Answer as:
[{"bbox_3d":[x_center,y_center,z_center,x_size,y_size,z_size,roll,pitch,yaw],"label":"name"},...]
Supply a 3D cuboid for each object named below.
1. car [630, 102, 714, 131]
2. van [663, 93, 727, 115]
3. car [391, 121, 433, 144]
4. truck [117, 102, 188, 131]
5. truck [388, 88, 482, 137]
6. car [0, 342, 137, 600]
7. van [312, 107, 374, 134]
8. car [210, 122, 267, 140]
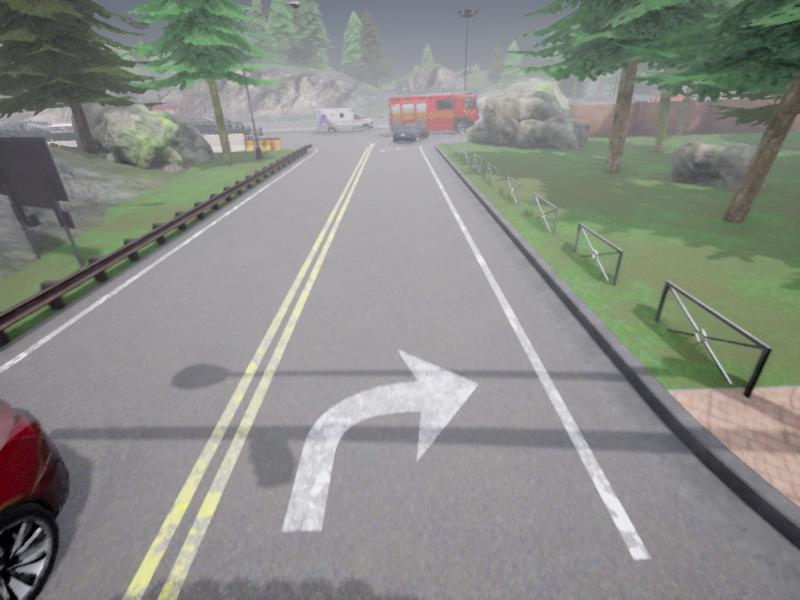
[{"bbox_3d":[24.100,-16.337,35.614,5.566,2.045,2.150,-2,27,0],"label":"car"},{"bbox_3d":[40.026,-26.596,54.393,6.366,2.431,2.351,-2,27,0],"label":"van"},{"bbox_3d":[1.067,-14.010,33.398,1.994,1.385,4.181,10,29,23],"label":"car"},{"bbox_3d":[-38.721,-28.830,62.903,8.468,3.827,2.891,-2,27,0],"label":"truck"},{"bbox_3d":[3.162,-17.876,38.181,8.468,3.827,2.891,-2,27,-1],"label":"truck"},{"bbox_3d":[-3.488,2.095,1.205,2.163,1.488,4.792,-2,27,0],"label":"car"},{"bbox_3d":[-6.229,-20.033,44.684,6.366,2.431,2.351,-2,27,0],"label":"van"},{"bbox_3d":[-16.745,-17.598,41.622,4.902,1.511,2.128,-3,27,-1],"label":"car"}]
